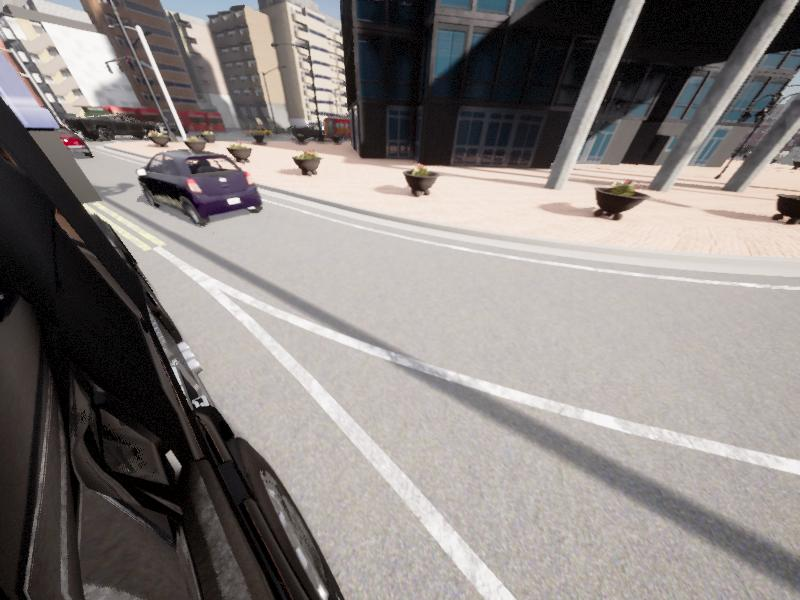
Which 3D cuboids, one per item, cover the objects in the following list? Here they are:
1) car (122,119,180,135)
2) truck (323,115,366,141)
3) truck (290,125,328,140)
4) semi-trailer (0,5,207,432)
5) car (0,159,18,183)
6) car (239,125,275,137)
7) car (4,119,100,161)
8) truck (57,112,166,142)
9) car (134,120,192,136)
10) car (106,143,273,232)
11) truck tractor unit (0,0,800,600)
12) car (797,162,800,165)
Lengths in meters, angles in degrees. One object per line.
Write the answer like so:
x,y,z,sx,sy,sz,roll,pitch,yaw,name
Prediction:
-36.471,-25.410,34.022,1.930,1.638,5.238,22,40,23,car
-10.681,-33.805,45.663,2.891,3.827,8.468,23,40,24,truck
-16.959,-31.414,43.357,2.390,2.098,6.274,22,40,24,truck
-9.024,-3.361,3.878,14.254,4.402,2.717,24,42,26,semi-trailer
-17.037,-5.510,8.657,4.974,1.542,2.038,24,42,25,car
-26.022,-30.845,42.297,1.801,1.575,5.366,22,40,24,car
-20.555,-9.516,13.678,4.856,1.649,2.033,23,41,24,car
-28.491,-17.386,23.346,2.390,2.098,6.274,10,37,10,truck
-33.386,-24.317,32.773,1.930,1.638,5.238,23,41,24,car
-5.748,-3.317,6.446,3.633,1.501,1.845,22,41,23,car
-2.645,-0.295,0.351,6.516,4.208,3.053,28,44,30,truck tractor unit
57.723,-19.170,31.413,1.905,1.878,3.866,24,41,25,car
